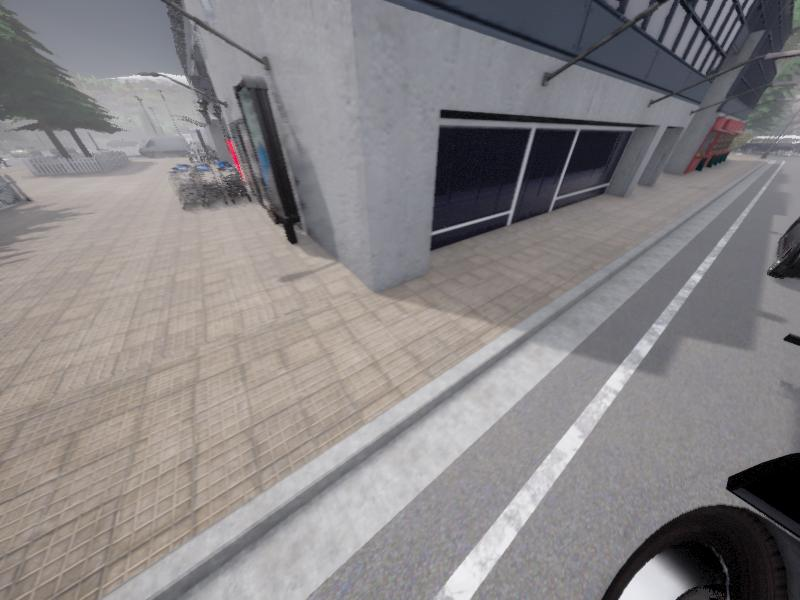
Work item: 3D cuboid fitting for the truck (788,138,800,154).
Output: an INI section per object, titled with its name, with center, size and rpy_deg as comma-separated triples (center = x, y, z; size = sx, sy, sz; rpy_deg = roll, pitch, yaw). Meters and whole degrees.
[truck]
center = 60.966, -22.985, 34.152
size = 6.274, 2.098, 2.390
rpy_deg = -27, 43, -33

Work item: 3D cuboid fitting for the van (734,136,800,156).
[van]
center = 47.584, -19.960, 29.809
size = 2.069, 2.038, 4.480
rpy_deg = -23, 41, -29

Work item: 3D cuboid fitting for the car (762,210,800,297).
[car]
center = 8.871, -1.048, 4.129
size = 4.181, 1.385, 1.994
rpy_deg = -23, 41, -28
